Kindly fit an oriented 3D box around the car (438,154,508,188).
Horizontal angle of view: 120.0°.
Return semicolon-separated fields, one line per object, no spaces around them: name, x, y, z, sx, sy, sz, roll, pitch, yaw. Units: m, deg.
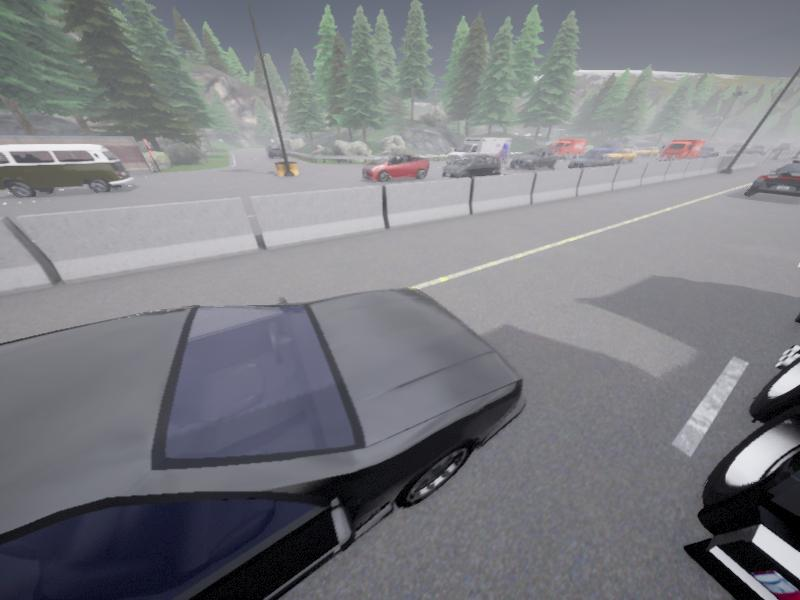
car;4.418;-7.975;14.137;3.705;1.549;1.789;-18;39;-25

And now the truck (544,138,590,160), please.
truck;23.849;-21.567;33.020;5.204;2.467;2.627;-18;39;-25

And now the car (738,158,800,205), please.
car;19.509;-5.942;11.357;4.974;1.542;2.038;-18;39;-24

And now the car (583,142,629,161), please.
car;28.594;-20.623;32.058;5.566;2.045;2.150;-18;39;-24

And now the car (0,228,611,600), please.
car;-1.597;0.973;1.373;5.357;1.411;2.033;-18;39;-24

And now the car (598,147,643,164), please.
car;26.717;-17.520;27.998;5.366;1.575;1.801;-18;39;-24

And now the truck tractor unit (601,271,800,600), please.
truck tractor unit;5.120;-0.293;0.760;6.516;4.208;3.053;-18;39;-23

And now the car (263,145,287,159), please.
car;-17.855;-21.191;32.968;2.128;1.511;4.902;-19;39;-25

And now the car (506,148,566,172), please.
car;12.420;-12.932;21.213;4.611;1.667;2.242;-18;39;-24

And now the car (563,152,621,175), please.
car;16.525;-11.834;19.933;4.181;1.385;1.994;-18;39;-24

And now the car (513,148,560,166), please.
car;15.337;-16.112;25.961;4.892;1.490;1.837;-18;39;-24

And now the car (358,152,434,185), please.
car;-0.217;-8.765;15.255;4.514;1.525;2.007;-18;39;-24

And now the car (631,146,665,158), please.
car;40.753;-24.380;37.961;5.366;1.575;1.801;-18;39;-24

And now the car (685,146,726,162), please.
car;42.534;-20.359;32.162;4.856;1.649;2.033;-18;39;-25

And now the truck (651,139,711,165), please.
truck;33.729;-17.849;27.760;5.204;2.467;2.627;-18;39;-25

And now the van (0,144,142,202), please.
van;-16.089;-6.117;10.874;4.480;2.038;2.069;-18;39;-24

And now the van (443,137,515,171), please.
van;7.533;-13.966;21.997;6.366;2.431;2.351;-18;39;-24
